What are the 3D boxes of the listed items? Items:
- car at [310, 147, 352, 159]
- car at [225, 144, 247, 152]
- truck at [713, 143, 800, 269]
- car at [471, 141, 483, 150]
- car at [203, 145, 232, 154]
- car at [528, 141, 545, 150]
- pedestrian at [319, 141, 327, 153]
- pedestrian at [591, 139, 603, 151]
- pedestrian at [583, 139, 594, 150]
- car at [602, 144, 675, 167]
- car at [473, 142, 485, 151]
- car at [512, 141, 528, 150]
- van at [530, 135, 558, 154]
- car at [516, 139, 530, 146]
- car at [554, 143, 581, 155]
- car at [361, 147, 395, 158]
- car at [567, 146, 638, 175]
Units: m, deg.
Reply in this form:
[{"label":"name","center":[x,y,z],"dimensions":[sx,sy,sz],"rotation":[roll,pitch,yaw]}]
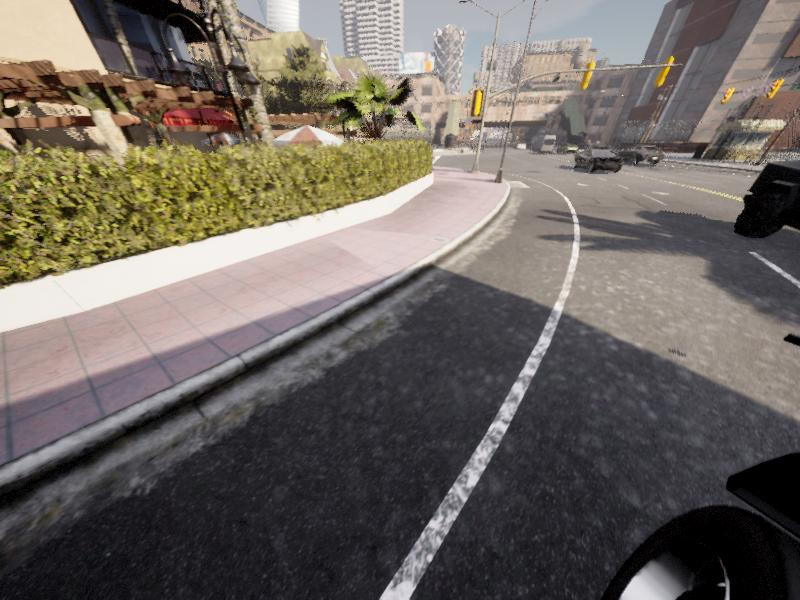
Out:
[{"label":"car","center":[-9.918,-21.287,33.433],"dimensions":[5.357,1.411,2.033],"rotation":[6,35,10]},{"label":"car","center":[-42.609,-39.640,60.170],"dimensions":[1.812,1.442,4.674],"rotation":[6,35,10]},{"label":"truck","center":[9.524,-1.425,4.048],"dimensions":[2.390,2.098,6.274],"rotation":[17,39,24]},{"label":"car","center":[18.673,-37.857,56.475],"dimensions":[2.185,1.767,4.553],"rotation":[6,35,10]},{"label":"car","center":[-41.012,-34.081,52.143],"dimensions":[2.163,1.488,4.792],"rotation":[6,35,10]},{"label":"car","center":[31.893,-36.207,54.050],"dimensions":[2.033,1.649,4.856],"rotation":[6,35,10]},{"label":"pedestrian","center":[-14.609,-28.884,43.681],"dimensions":[0.751,1.860,0.751],"rotation":[12,37,18]},{"label":"pedestrian","center":[35.362,-27.880,41.557],"dimensions":[0.751,1.860,0.751],"rotation":[4,35,6]},{"label":"pedestrian","center":[36.801,-30.393,45.145],"dimensions":[0.751,1.860,0.751],"rotation":[7,36,11]},{"label":"car","center":[23.404,-14.534,23.086],"dimensions":[2.152,1.651,5.027],"rotation":[0,35,1]},{"label":"car","center":[17.505,-34.134,51.367],"dimensions":[2.097,1.535,5.008],"rotation":[6,35,10]},{"label":"car","center":[28.601,-36.922,55.210],"dimensions":[2.242,1.667,4.611],"rotation":[6,35,10]},{"label":"van","center":[24.834,-26.934,40.058],"dimensions":[1.988,2.561,5.915],"rotation":[6,35,10]},{"label":"car","center":[41.019,-52.618,77.132],"dimensions":[2.435,2.045,5.566],"rotation":[6,35,10]},{"label":"car","center":[27.994,-25.398,38.697],"dimensions":[2.007,1.525,4.514],"rotation":[6,35,10]},{"label":"car","center":[-3.359,-22.578,35.280],"dimensions":[4.718,1.301,1.895],"rotation":[6,35,10]},{"label":"car","center":[15.696,-11.198,18.388],"dimensions":[1.930,1.638,5.238],"rotation":[6,35,10]}]
